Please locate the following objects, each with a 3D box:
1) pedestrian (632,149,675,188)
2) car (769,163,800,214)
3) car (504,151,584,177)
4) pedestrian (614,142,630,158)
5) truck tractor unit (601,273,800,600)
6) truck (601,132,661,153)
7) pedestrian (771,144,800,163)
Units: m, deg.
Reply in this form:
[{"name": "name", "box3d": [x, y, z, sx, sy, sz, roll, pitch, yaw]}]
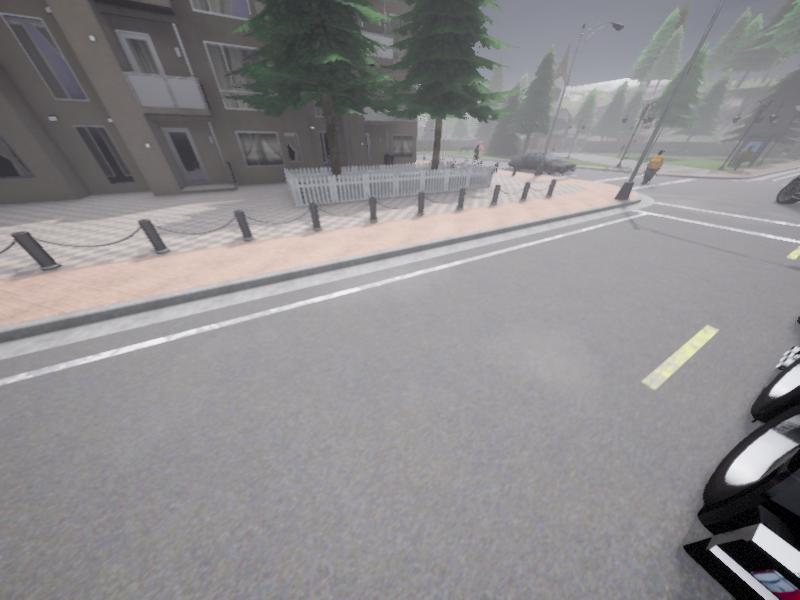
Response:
[{"name": "pedestrian", "box3d": [14.598, -7.612, 13.351, 0.751, 1.860, 0.751, -16, 38, -22]}, {"name": "car", "box3d": [16.386, -3.957, 7.988, 2.150, 2.045, 5.566, 26, 42, 32]}, {"name": "car", "box3d": [11.856, -11.599, 19.508, 2.033, 1.411, 5.357, -16, 38, -22]}, {"name": "pedestrian", "box3d": [31.214, -21.056, 32.460, 0.751, 1.860, 0.751, 14, 37, 19]}, {"name": "truck tractor unit", "box3d": [5.126, -0.285, 0.763, 6.516, 4.208, 3.053, -18, 39, -23]}, {"name": "truck", "box3d": [52.342, -36.000, 52.754, 2.891, 3.827, 8.468, -24, 41, -30]}, {"name": "pedestrian", "box3d": [44.145, -16.782, 26.492, 0.751, 1.860, 0.751, -12, 37, -17]}]
